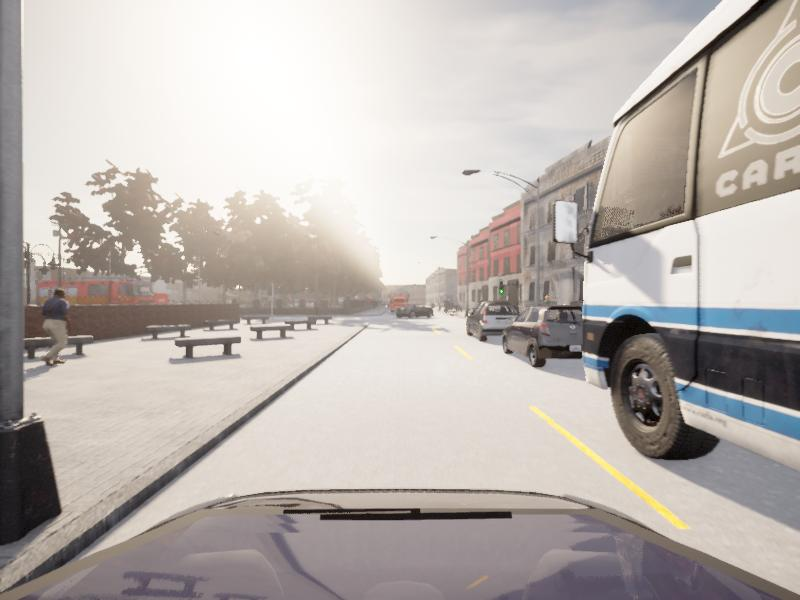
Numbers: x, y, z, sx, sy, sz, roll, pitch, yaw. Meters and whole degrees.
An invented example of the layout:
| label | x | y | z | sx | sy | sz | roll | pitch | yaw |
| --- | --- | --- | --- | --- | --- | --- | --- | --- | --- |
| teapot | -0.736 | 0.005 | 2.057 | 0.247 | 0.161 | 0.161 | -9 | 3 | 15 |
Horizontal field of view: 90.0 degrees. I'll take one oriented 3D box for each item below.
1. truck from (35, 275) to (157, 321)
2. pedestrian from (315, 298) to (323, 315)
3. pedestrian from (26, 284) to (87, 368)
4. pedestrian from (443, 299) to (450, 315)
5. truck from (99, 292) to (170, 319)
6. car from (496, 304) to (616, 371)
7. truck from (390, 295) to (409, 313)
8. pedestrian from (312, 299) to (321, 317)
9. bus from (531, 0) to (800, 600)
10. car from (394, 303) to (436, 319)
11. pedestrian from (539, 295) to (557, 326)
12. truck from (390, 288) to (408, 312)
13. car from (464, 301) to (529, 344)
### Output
| label | x | y | z | sx | sy | sz | roll | pitch | yaw |
| --- | --- | --- | --- | --- | --- | --- | --- | --- | --- |
| truck | -26.412 | -0.173 | 35.085 | 8.468 | 3.827 | 2.891 | 0 | 0 | 0 |
| pedestrian | -8.963 | 0.721 | 44.387 | 0.751 | 1.860 | 0.751 | 0 | 0 | 0 |
| pedestrian | -7.926 | 0.574 | 9.259 | 0.751 | 1.860 | 0.751 | 0 | 0 | 8 |
| pedestrian | 5.346 | 0.830 | 45.945 | 0.751 | 1.860 | 0.751 | 0 | 0 | 20 |
| truck | -25.855 | 0.521 | 39.094 | 5.204 | 2.467 | 2.627 | 0 | 0 | 0 |
| car | 3.996 | 0.875 | 10.915 | 1.845 | 1.501 | 3.633 | 0 | 0 | 0 |
| truck | -0.137 | 0.603 | 59.023 | 2.627 | 2.467 | 5.204 | 0 | 0 | -1 |
| pedestrian | -8.416 | 0.807 | 40.339 | 0.751 | 1.860 | 0.751 | 0 | 0 | -6 |
| bus | 3.878 | -0.527 | 0.679 | 3.944 | 4.253 | 10.273 | 0 | 0 | 0 |
| car | 1.488 | 1.017 | 38.923 | 1.970 | 1.475 | 3.806 | 0 | 0 | 45 |
| pedestrian | 9.060 | 0.638 | 24.519 | 0.751 | 1.860 | 0.751 | 0 | 0 | -12 |
| truck | -0.153 | -0.036 | 68.186 | 2.891 | 3.827 | 8.468 | 0 | 0 | 0 |
| car | 3.997 | 0.863 | 17.276 | 1.851 | 1.617 | 3.988 | 0 | 0 | 0 |
